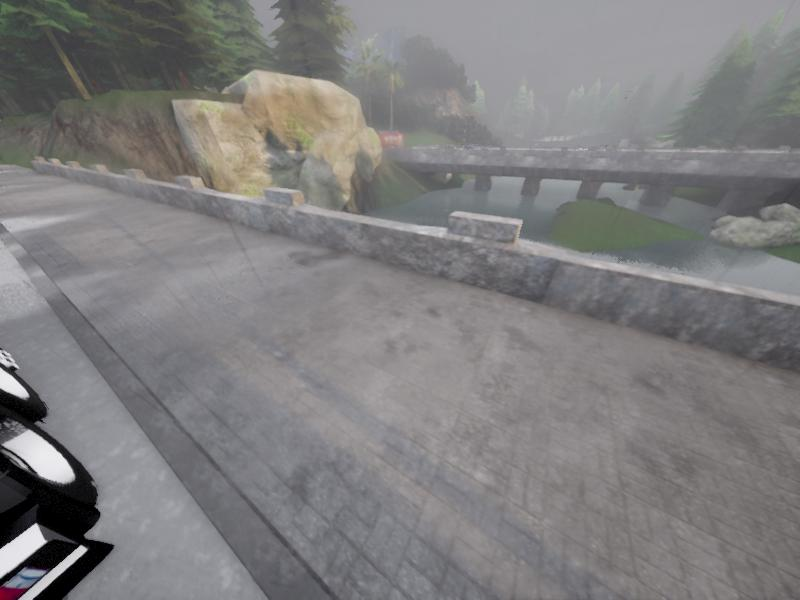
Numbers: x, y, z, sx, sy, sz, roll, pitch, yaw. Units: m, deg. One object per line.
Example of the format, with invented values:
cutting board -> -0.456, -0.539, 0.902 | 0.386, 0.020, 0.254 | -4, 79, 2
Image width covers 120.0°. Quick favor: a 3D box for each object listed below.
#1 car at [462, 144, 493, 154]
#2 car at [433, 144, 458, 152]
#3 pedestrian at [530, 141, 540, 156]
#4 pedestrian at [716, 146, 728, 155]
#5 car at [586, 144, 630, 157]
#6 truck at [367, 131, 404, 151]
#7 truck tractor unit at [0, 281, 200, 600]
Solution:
car -> 14.289, -27.984, 42.697 | 5.008, 1.535, 1.882 | 18, 39, 25
car -> 9.592, -32.173, 48.835 | 4.674, 1.442, 1.812 | 19, 39, 25
pedestrian -> 20.282, -22.825, 34.730 | 0.751, 1.860, 0.751 | 21, 40, 28
pedestrian -> 48.538, -22.612, 34.832 | 0.500, 1.100, 0.500 | 17, 38, 23
car -> 30.929, -22.411, 34.556 | 4.514, 1.525, 2.007 | 18, 39, 25
truck -> -3.383, -37.478, 54.485 | 8.468, 3.827, 2.891 | 19, 39, 25
truck tractor unit -> -5.140, -0.271, 0.733 | 6.516, 4.208, 3.053 | 17, 39, 23
